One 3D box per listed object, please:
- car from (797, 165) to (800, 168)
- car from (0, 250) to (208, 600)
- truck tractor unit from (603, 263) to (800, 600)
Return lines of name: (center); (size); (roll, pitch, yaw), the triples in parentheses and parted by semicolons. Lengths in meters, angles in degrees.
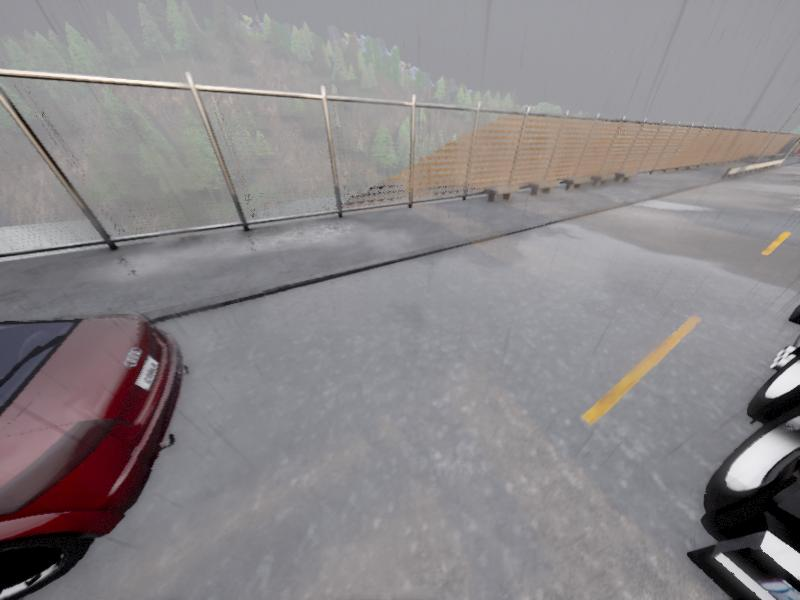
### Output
car: (44.418, -14.723, 24.032); (5.027, 1.651, 2.152); (-18, 39, -24)
car: (-3.874, 1.157, 1.116); (4.181, 1.385, 1.994); (-18, 39, -24)
truck tractor unit: (5.116, -0.293, 0.799); (6.516, 4.208, 3.053); (-18, 39, -24)
